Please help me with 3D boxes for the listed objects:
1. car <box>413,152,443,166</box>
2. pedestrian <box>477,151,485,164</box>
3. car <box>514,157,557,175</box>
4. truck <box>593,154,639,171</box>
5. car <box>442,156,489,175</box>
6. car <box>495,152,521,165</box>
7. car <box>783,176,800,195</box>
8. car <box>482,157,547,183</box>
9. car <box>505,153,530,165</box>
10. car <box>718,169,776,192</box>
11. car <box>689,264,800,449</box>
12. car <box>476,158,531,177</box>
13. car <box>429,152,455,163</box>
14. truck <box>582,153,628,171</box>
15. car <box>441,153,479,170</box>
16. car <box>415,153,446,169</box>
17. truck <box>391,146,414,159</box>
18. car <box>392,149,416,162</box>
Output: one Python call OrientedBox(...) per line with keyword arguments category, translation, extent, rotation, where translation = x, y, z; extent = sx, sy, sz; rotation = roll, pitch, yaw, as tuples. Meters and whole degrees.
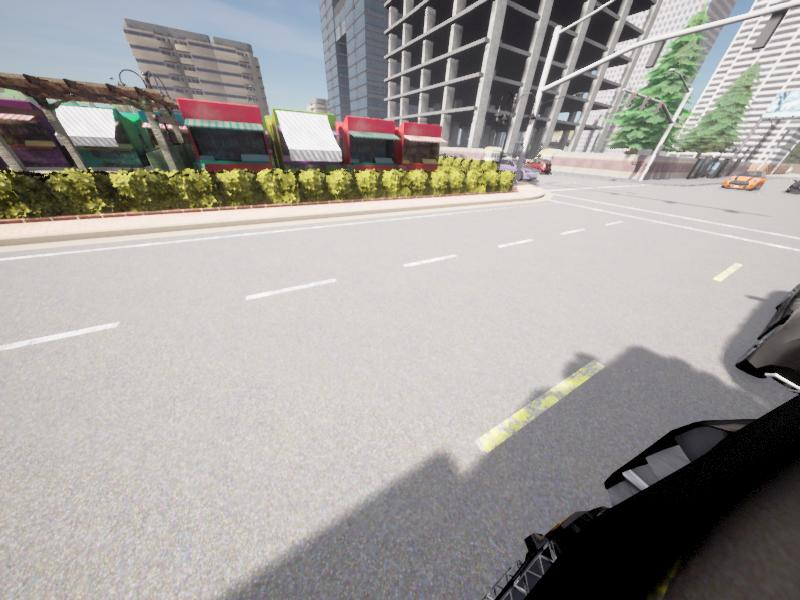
OrientedBox(category="car", translation=(4.296, -22.076, 36.041), extent=(2.038, 1.542, 4.974), rotation=(-16, 38, -26))
OrientedBox(category="pedestrian", translation=(14.506, -25.541, 41.430), extent=(0.751, 1.860, 0.751), rotation=(-15, 38, -25))
OrientedBox(category="car", translation=(17.083, -17.034, 29.364), extent=(1.851, 1.617, 3.988), rotation=(-16, 38, -26))
OrientedBox(category="truck", translation=(40.804, -26.079, 43.847), extent=(2.615, 2.467, 5.204), rotation=(-15, 38, -25))
OrientedBox(category="car", translation=(7.194, -15.217, 25.981), extent=(2.163, 1.488, 4.792), rotation=(-16, 38, -26))
OrientedBox(category="car", translation=(21.126, -27.836, 45.447), extent=(1.905, 1.878, 3.866), rotation=(-15, 38, -25))
OrientedBox(category="car", translation=(39.913, -11.169, 22.494), extent=(4.892, 1.490, 1.837), rotation=(-15, 38, -25))
OrientedBox(category="car", translation=(10.364, -12.075, 21.360), extent=(2.033, 1.649, 4.856), rotation=(-16, 38, -25))
OrientedBox(category="car", translation=(23.689, -28.541, 46.707), extent=(1.905, 1.878, 3.866), rotation=(-15, 38, -25))
OrientedBox(category="car", translation=(35.166, -12.211, 23.425), extent=(4.553, 1.767, 2.097), rotation=(-15, 38, -25))
OrientedBox(category="car", translation=(6.040, 0.330, 2.549), extent=(4.902, 1.511, 2.128), rotation=(-15, 38, -25))
OrientedBox(category="car", translation=(11.399, -14.851, 25.832), extent=(2.033, 1.411, 5.357), rotation=(-16, 38, -26))
OrientedBox(category="car", translation=(7.670, -26.498, 42.956), extent=(1.882, 1.535, 5.008), rotation=(-16, 38, -26))
OrientedBox(category="truck", translation=(37.048, -25.045, 42.000), extent=(2.615, 2.467, 5.204), rotation=(-15, 38, -25))
OrientedBox(category="car", translation=(7.860, -18.540, 30.864), extent=(2.242, 1.667, 4.611), rotation=(-16, 38, -26))
OrientedBox(category="car", translation=(3.964, -18.473, 30.641), extent=(1.816, 1.474, 4.193), rotation=(-16, 38, -26))
OrientedBox(category="truck", translation=(0.516, -33.961, 53.137), extent=(2.390, 2.098, 6.274), rotation=(-16, 38, -26))
OrientedBox(category="car", translation=(0.646, -25.803, 41.274), extent=(1.930, 1.638, 5.238), rotation=(-16, 38, -26))
